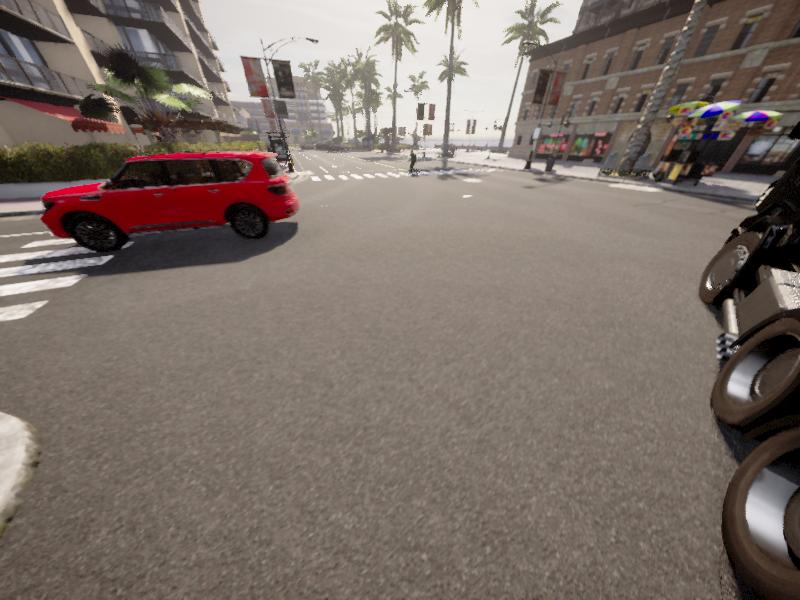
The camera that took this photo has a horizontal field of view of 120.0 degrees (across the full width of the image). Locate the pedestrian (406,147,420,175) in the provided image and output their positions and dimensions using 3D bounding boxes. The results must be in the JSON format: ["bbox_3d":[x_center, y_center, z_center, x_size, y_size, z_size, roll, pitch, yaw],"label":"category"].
[{"bbox_3d":[1.012,-10.943,18.216,0.751,1.860,0.751,-13,37,-18],"label":"pedestrian"}]

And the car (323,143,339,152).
[{"bbox_3d":[-16.993,-37.395,56.669,2.242,1.667,4.611,-19,39,-26],"label":"car"}]

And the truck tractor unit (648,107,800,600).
[{"bbox_3d":[4.819,-0.522,1.094,6.516,4.208,3.053,-29,44,-35],"label":"truck tractor unit"}]

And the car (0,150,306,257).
[{"bbox_3d":[-5.833,-2.884,6.393,5.566,2.045,2.150,-9,35,-13],"label":"car"}]

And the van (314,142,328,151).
[{"bbox_3d":[-20.991,-40.923,61.487,1.775,1.987,4.442,-24,41,-31],"label":"van"}]

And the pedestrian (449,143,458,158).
[{"bbox_3d":[8.078,-22.546,34.784,0.751,1.860,0.751,-20,39,-27],"label":"pedestrian"}]
